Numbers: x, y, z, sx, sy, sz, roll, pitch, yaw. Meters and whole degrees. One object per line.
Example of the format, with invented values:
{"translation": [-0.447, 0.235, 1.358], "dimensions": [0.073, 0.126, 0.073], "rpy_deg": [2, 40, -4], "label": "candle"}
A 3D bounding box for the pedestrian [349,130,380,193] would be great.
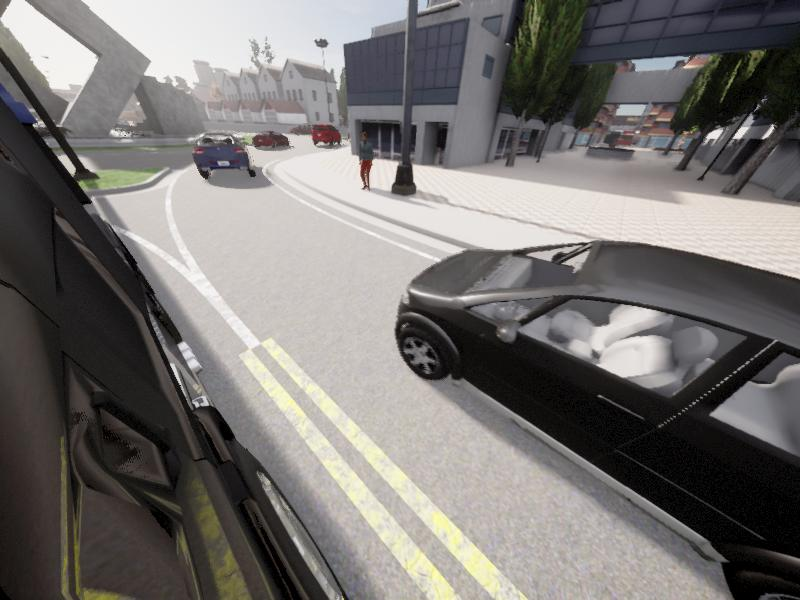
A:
{"translation": [-1.254, -4.981, 8.366], "dimensions": [0.751, 1.860, 0.751], "rpy_deg": [15, 38, 15], "label": "pedestrian"}

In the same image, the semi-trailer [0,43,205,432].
{"translation": [-8.833, -3.533, 4.054], "dimensions": [14.254, 4.402, 2.717], "rpy_deg": [27, 45, 28], "label": "semi-trailer"}

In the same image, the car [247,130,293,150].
{"translation": [-12.657, -15.877, 22.804], "dimensions": [1.994, 1.385, 4.181], "rpy_deg": [4, 37, 2], "label": "car"}

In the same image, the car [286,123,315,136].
{"translation": [-19.423, -33.388, 45.304], "dimensions": [4.553, 1.767, 2.097], "rpy_deg": [-21, 43, -28], "label": "car"}

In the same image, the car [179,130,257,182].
{"translation": [-8.631, -7.265, 11.400], "dimensions": [2.152, 1.651, 5.027], "rpy_deg": [-16, 41, -23], "label": "car"}

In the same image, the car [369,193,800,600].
{"translation": [1.699, 0.388, 1.960], "dimensions": [3.705, 1.549, 1.789], "rpy_deg": [29, 44, 31], "label": "car"}

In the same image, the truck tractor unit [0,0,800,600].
{"translation": [-2.645, -0.295, 0.351], "dimensions": [6.516, 4.208, 3.053], "rpy_deg": [28, 44, 30], "label": "truck tractor unit"}

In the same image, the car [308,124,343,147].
{"translation": [-8.753, -19.778, 27.694], "dimensions": [2.150, 2.045, 5.566], "rpy_deg": [4, 37, 1], "label": "car"}
